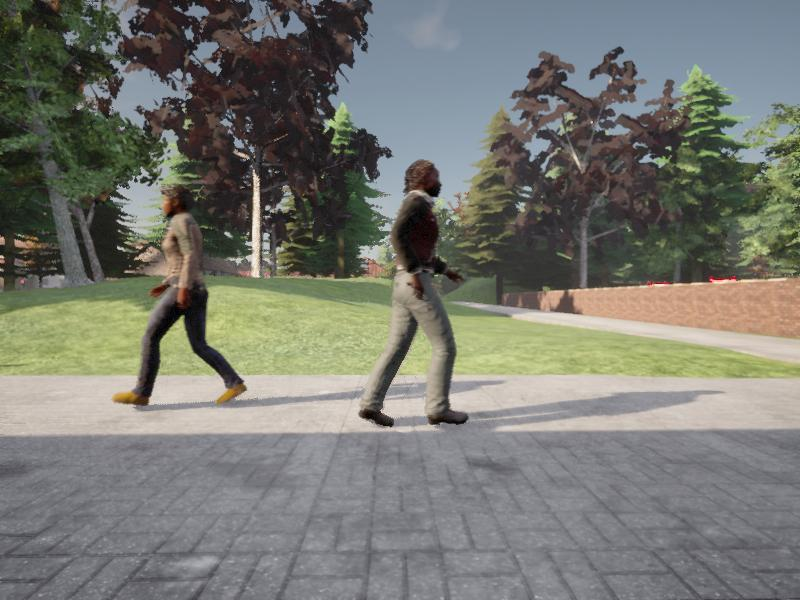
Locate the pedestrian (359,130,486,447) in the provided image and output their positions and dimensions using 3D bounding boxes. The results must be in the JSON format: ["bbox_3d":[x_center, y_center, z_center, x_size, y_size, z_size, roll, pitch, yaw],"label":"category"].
[{"bbox_3d":[0.113,-0.066,2.743,0.751,1.860,0.751,0,0,-4],"label":"pedestrian"}]

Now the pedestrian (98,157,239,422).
[{"bbox_3d":[-1.792,-0.072,3.225,0.751,1.860,0.751,0,0,-8],"label":"pedestrian"}]
